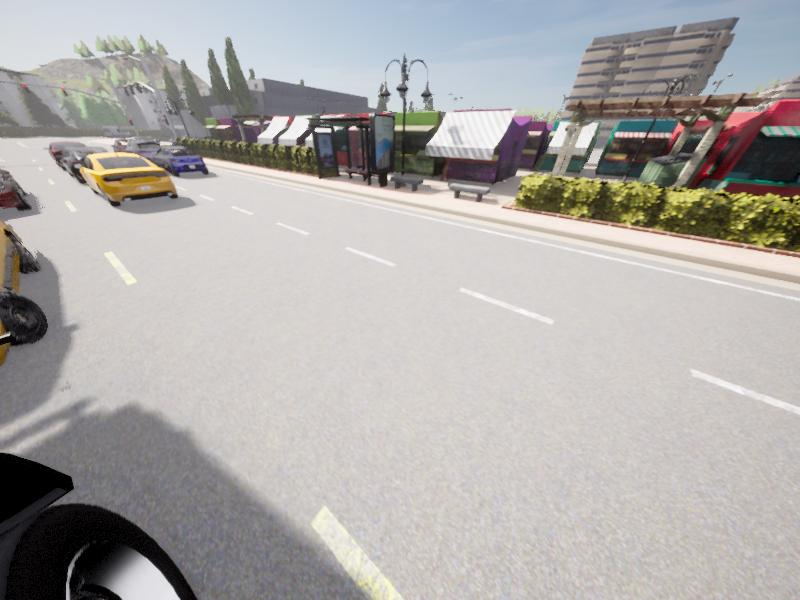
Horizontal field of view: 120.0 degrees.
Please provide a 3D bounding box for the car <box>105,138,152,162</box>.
[{"bbox_3d":[-23.758,-13.172,20.221,3.633,1.501,1.845,26,42,30],"label":"car"}]

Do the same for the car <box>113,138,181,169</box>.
[{"bbox_3d":[-18.963,-11.016,17.284,4.856,1.649,2.033,24,41,28],"label":"car"}]

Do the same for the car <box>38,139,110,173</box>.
[{"bbox_3d":[-21.674,-9.663,15.359,5.008,1.535,1.882,24,41,28],"label":"car"}]

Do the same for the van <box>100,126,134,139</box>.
[{"bbox_3d":[-77.089,-45.759,63.148,1.988,2.561,5.915,-1,35,-3],"label":"van"}]

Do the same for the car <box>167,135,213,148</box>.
[{"bbox_3d":[-33.995,-25.836,37.567,2.152,1.651,5.027,26,42,30],"label":"car"}]

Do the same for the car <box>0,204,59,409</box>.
[{"bbox_3d":[-6.459,-0.369,2.818,5.366,1.575,1.801,27,42,28],"label":"car"}]

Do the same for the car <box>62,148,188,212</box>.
[{"bbox_3d":[-10.723,-4.842,8.987,5.008,1.535,1.882,23,41,28],"label":"car"}]

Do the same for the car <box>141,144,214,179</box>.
[{"bbox_3d":[-13.699,-8.621,14.244,4.193,1.474,1.816,24,41,28],"label":"car"}]

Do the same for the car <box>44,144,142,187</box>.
[{"bbox_3d":[-16.157,-7.204,12.155,4.792,1.488,2.163,24,41,28],"label":"car"}]

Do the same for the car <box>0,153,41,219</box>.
[{"bbox_3d":[-13.986,-3.717,7.334,4.792,1.488,2.163,24,41,28],"label":"car"}]
